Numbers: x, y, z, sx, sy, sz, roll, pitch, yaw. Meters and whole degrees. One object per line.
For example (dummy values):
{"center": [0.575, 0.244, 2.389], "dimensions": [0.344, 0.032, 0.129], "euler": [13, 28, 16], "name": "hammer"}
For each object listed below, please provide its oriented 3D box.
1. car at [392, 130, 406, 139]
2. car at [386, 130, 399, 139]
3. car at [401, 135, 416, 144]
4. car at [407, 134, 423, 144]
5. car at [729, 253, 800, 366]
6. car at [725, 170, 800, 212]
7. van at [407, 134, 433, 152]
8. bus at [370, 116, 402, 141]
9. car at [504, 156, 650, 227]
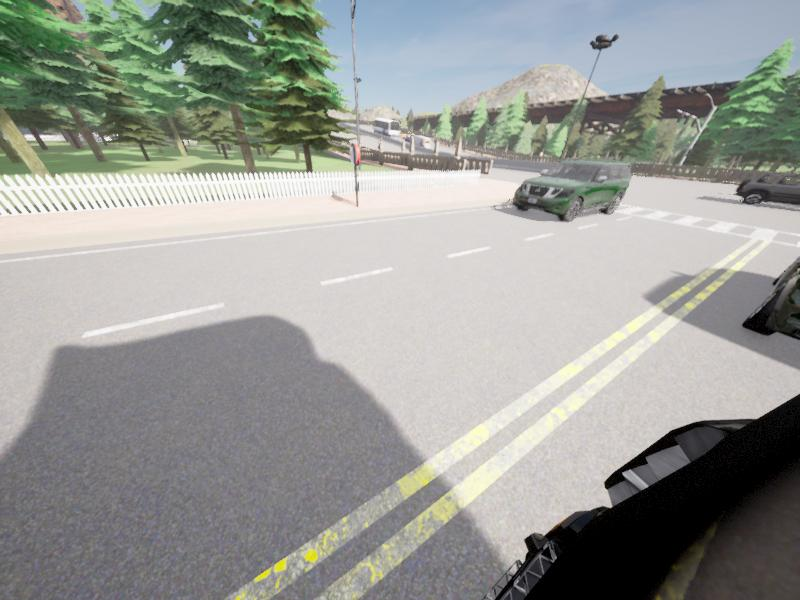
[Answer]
{"center": [-0.323, -50.402, 70.230], "dimensions": [1.801, 1.575, 5.366], "euler": [-17, 46, -27], "name": "car"}
{"center": [-2.090, -48.071, 67.182], "dimensions": [1.816, 1.474, 4.193], "euler": [-17, 46, -27], "name": "car"}
{"center": [2.246, -43.095, 61.937], "dimensions": [1.816, 1.474, 4.193], "euler": [-17, 46, -27], "name": "car"}
{"center": [4.171, -45.216, 64.811], "dimensions": [2.163, 1.488, 4.792], "euler": [-17, 46, -27], "name": "car"}
{"center": [7.416, -0.220, 3.189], "dimensions": [4.553, 1.767, 2.097], "euler": [-16, 38, -26], "name": "car"}
{"center": [23.294, -6.299, 13.432], "dimensions": [1.932, 1.855, 4.605], "euler": [-17, 39, -27], "name": "car"}
{"center": [4.573, -36.519, 53.689], "dimensions": [2.351, 2.431, 6.366], "euler": [-17, 46, -27], "name": "van"}
{"center": [-4.078, -47.102, 63.507], "dimensions": [3.944, 4.253, 10.273], "euler": [-17, 46, -27], "name": "bus"}
{"center": [7.416, -4.724, 9.729], "dimensions": [5.566, 2.045, 2.150], "euler": [-16, 38, -26], "name": "car"}
